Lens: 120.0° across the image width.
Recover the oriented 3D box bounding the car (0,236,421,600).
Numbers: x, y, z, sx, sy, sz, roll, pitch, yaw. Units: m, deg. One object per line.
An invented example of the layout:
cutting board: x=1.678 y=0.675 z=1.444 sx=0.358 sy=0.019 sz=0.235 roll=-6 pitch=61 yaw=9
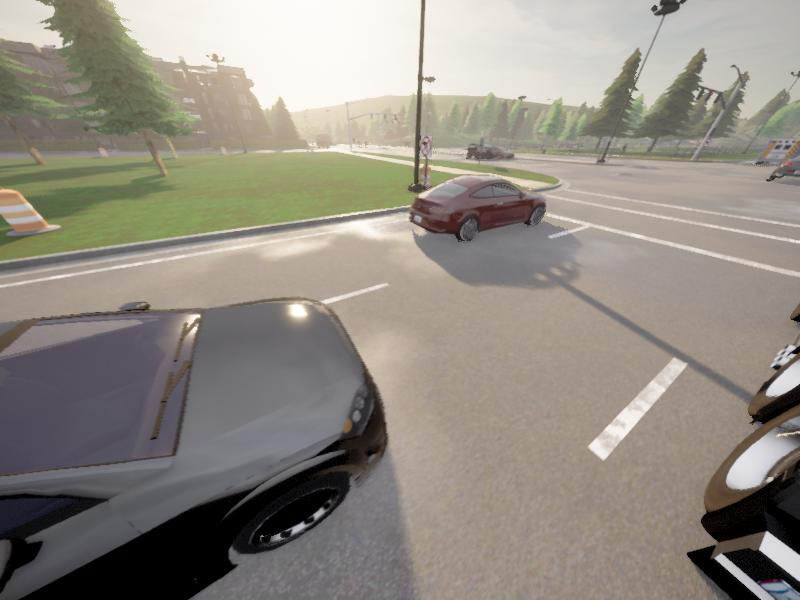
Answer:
car: x=-2.201 y=0.938 z=1.437 sx=4.181 sy=1.385 sz=1.994 roll=-18 pitch=39 yaw=-24

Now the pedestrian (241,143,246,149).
pedestrian: x=-38.321 y=-37.774 z=56.687 sx=0.500 sy=1.100 sz=0.500 roll=-2 pitch=35 yaw=-4

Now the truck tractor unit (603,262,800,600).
truck tractor unit: x=5.109 y=-0.301 z=0.793 sx=6.516 sy=4.208 sz=3.053 roll=-18 pitch=39 yaw=-24

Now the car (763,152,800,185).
car: x=27.244 y=-8.830 z=15.429 sx=5.027 sy=1.651 sz=2.152 roll=-18 pitch=39 yaw=-24

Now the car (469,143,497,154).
car: x=16.876 y=-30.968 z=47.119 sx=1.930 sy=1.638 sz=5.238 roll=-18 pitch=39 yaw=-24

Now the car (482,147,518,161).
car: x=13.919 y=-20.502 z=32.317 sx=1.994 sy=1.385 sz=4.181 roll=-18 pitch=39 yaw=-24

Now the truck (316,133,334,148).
truck: x=-24.687 y=-52.276 z=75.519 sx=2.891 sy=3.827 sz=8.468 roll=-18 pitch=39 yaw=-25

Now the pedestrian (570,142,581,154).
pedestrian: x=32.986 y=-28.705 z=43.478 sx=0.751 sy=1.860 sz=0.751 roll=-15 pitch=38 yaw=-21

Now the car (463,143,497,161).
car: x=10.667 y=-19.946 z=31.043 sx=1.905 sy=1.878 sz=3.866 roll=-18 pitch=38 yaw=-24

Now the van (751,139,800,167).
van: x=43.858 y=-16.921 z=26.450 sx=6.366 sy=2.431 sz=2.351 roll=-18 pitch=39 yaw=-24

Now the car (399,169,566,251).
car: x=2.451 y=-2.931 z=6.956 sx=4.674 sy=1.442 sz=1.812 roll=-18 pitch=39 yaw=-24
